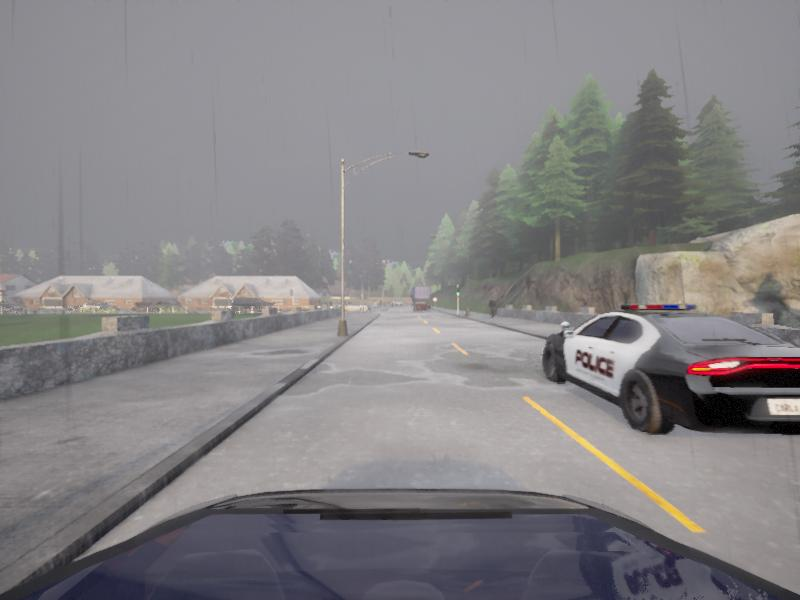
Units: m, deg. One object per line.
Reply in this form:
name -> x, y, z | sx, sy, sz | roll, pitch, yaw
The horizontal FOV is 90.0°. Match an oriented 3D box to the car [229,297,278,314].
car -> -19.079, 0.690, 52.320 | 5.566, 2.045, 2.150 | 0, 0, 0

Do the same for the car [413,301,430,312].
car -> 3.334, 0.961, 61.619 | 1.882, 1.535, 5.008 | 1, 0, 12

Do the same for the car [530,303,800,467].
car -> 3.856, 0.845, 6.371 | 2.038, 1.542, 4.974 | 0, 0, 1

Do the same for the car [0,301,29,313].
car -> -51.091, 0.936, 52.224 | 3.705, 1.549, 1.789 | 0, 0, 0

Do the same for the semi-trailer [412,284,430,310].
semi-trailer -> 3.765, -0.450, 75.382 | 2.717, 4.402, 14.254 | 0, 0, 0

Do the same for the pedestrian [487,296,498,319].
pedestrian -> 7.452, 0.606, 32.259 | 0.751, 1.860, 0.751 | 0, 0, 3

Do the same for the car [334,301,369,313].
car -> -6.321, 0.947, 52.596 | 4.514, 1.525, 2.007 | 0, 0, -4

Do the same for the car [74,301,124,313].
car -> -39.254, 0.944, 52.262 | 4.974, 1.542, 2.038 | 0, 0, 0
